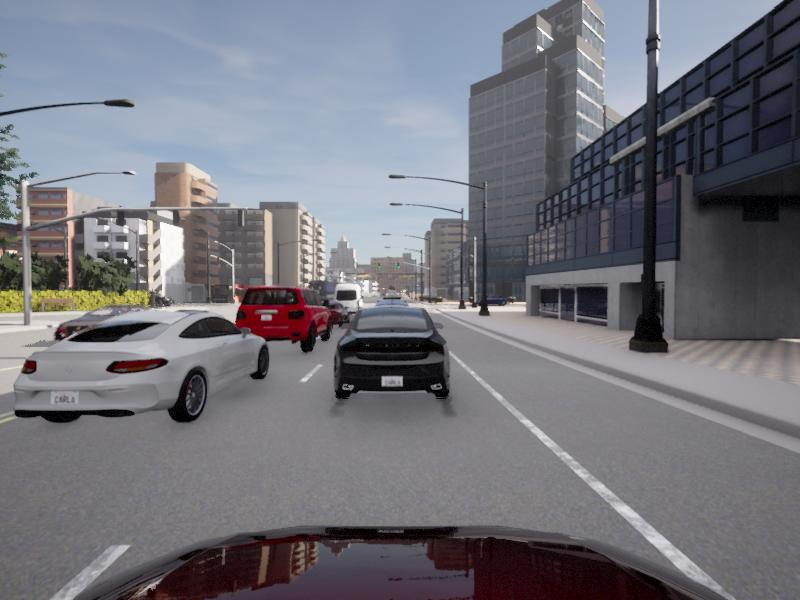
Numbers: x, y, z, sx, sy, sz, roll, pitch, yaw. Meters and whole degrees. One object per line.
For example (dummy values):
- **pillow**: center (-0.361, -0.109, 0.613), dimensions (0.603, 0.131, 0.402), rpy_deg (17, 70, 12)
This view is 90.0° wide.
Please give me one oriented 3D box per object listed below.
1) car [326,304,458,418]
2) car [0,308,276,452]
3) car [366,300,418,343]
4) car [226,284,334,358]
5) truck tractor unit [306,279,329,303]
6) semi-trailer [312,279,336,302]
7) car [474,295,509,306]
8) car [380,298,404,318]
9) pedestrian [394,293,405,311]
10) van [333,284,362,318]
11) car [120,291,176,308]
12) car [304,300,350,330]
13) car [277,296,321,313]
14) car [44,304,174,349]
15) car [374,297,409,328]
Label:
- **car**: center (-0.159, 0.866, 7.977), dimensions (1.837, 1.490, 4.892), rpy_deg (0, 0, -1)
- **car**: center (-3.634, 0.888, 6.584), dimensions (1.812, 1.442, 4.674), rpy_deg (0, 0, -1)
- **car**: center (-0.348, 0.805, 17.135), dimensions (1.882, 1.535, 5.008), rpy_deg (0, 0, -1)
- **car**: center (-3.795, 0.574, 13.904), dimensions (2.150, 2.045, 5.566), rpy_deg (0, 0, -1)
- **truck tractor unit**: center (-15.524, -1.662, 75.614), dimensions (3.053, 4.208, 6.516), rpy_deg (0, 0, -1)
- **semi-trailer**: center (-15.732, -1.854, 83.522), dimensions (2.717, 4.402, 14.254), rpy_deg (0, 1, -2)
- **car**: center (12.196, 0.072, 53.583), dimensions (4.193, 1.474, 1.816), rpy_deg (0, 1, -1)
- **car**: center (-0.660, 0.582, 32.199), dimensions (1.816, 1.474, 4.193), rpy_deg (0, 1, -1)
- **pedestrian**: center (-0.040, 0.177, 40.852), dimensions (0.751, 1.860, 0.751), rpy_deg (-1, 2, -39)
- **van**: center (-4.270, 0.024, 33.571), dimensions (1.988, 2.561, 5.915), rpy_deg (0, 1, -3)
- **car**: center (-31.092, -0.131, 49.533), dimensions (5.566, 2.045, 2.150), rpy_deg (0, 1, -1)
- **car**: center (-4.026, 0.788, 22.834), dimensions (1.812, 1.442, 4.674), rpy_deg (0, 1, -1)
- **car**: center (-9.976, 0.379, 39.877), dimensions (1.882, 1.535, 5.008), rpy_deg (0, 1, 18)
- **car**: center (-10.803, 0.903, 15.328), dimensions (1.994, 1.385, 4.181), rpy_deg (0, 0, -1)
- **car**: center (-0.509, 0.657, 24.861), dimensions (1.930, 1.638, 5.238), rpy_deg (0, 1, -1)
